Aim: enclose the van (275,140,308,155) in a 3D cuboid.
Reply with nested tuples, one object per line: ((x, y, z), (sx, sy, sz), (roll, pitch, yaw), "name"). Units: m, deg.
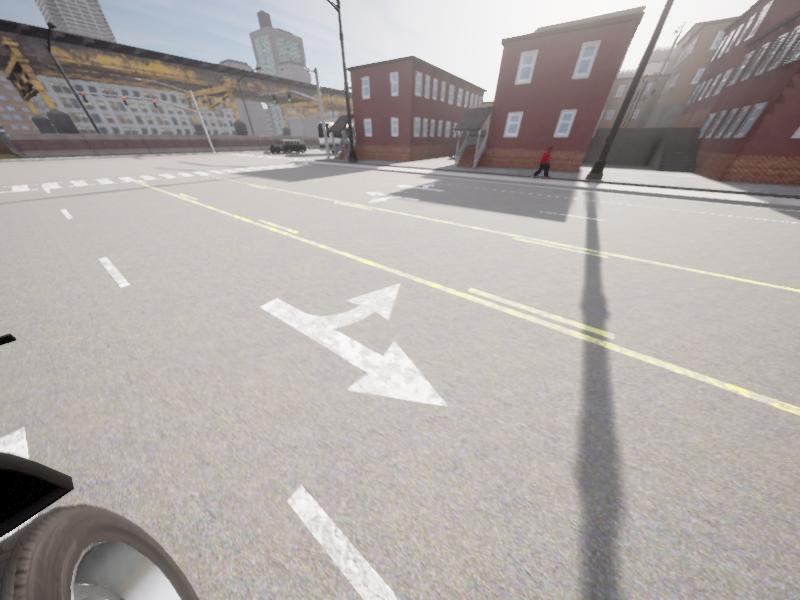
((-18.216, -25.877, 39.007), (1.775, 1.987, 4.442), (23, 41, 28), "van")

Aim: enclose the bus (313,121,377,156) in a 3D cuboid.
((-8.917, -27.442, 39.348), (3.944, 4.253, 10.273), (22, 41, 28), "bus")

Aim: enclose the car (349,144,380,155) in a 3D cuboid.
((-5.809, -25.187, 38.641), (2.033, 1.411, 5.357), (22, 41, 28), "car")

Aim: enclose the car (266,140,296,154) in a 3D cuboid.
((-20.961, -27.102, 40.816), (1.905, 1.878, 3.866), (22, 41, 28), "car")

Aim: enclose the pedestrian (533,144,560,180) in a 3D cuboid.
((8.946, -8.451, 14.163), (0.751, 1.860, 0.751), (21, 40, 27), "pedestrian")
